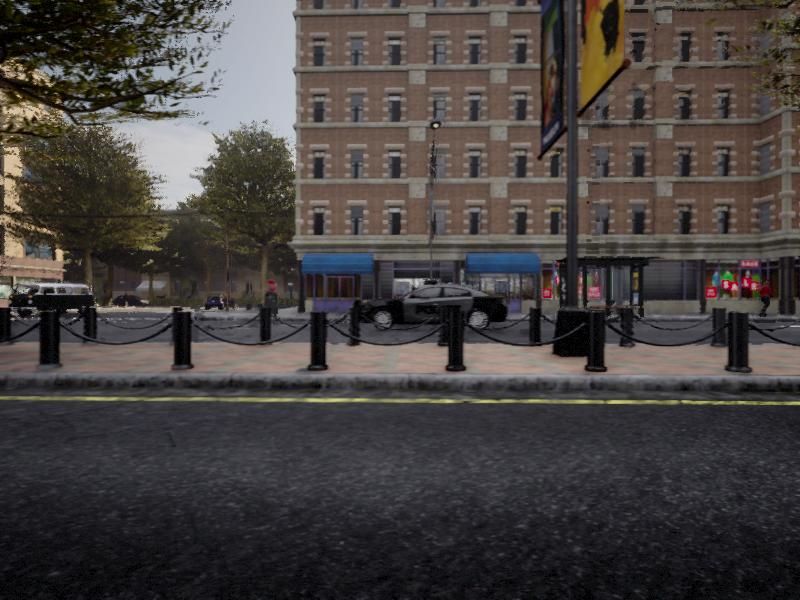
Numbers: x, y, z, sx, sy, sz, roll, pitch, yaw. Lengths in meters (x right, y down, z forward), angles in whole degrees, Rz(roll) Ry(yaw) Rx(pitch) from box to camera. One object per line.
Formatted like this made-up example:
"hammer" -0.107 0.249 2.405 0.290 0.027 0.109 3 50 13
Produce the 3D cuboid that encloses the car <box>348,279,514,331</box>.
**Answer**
"car" 0.987 0.164 13.648 5.238 1.638 1.930 0 0 1

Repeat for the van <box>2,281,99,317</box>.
"van" -21.675 -0.048 25.107 2.069 2.038 4.480 0 0 3

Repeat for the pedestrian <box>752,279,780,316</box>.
"pedestrian" 18.954 -0.121 20.743 0.751 1.860 0.751 0 0 1

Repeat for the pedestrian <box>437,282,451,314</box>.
"pedestrian" 2.534 -0.126 23.299 0.751 1.860 0.751 0 0 2

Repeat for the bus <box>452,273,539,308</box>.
"bus" 12.109 -1.156 51.550 10.273 4.253 3.944 0 0 1

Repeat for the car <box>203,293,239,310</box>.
"car" -17.902 0.164 40.236 1.851 1.617 3.988 0 0 0

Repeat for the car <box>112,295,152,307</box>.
"car" -35.137 0.156 52.527 3.988 1.617 1.851 0 0 2
